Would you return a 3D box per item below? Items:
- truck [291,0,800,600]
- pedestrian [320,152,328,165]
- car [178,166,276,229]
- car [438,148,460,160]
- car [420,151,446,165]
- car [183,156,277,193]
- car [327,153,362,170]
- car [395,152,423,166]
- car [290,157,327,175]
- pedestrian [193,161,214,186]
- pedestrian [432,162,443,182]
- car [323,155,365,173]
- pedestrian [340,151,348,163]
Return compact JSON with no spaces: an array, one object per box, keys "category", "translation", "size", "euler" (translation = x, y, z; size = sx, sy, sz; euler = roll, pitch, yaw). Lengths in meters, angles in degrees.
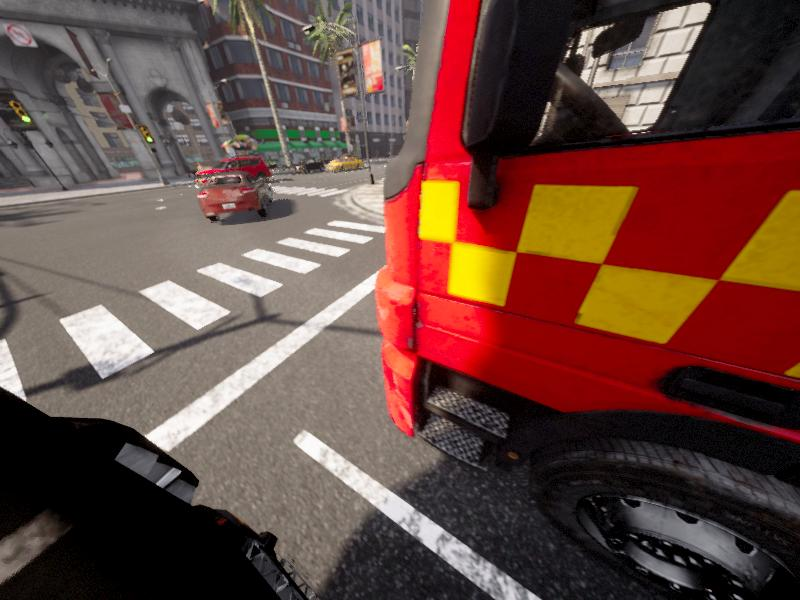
[{"category":"truck","translation":[4.101,-0.006,0.189],"size":[8.468,3.827,2.891],"euler":[16,38,26]},{"category":"pedestrian","translation":[-12.940,-24.079,39.370],"size":[0.751,1.860,0.751],"euler":[6,35,14]},{"category":"car","translation":[-7.214,-4.858,10.411],"size":[2.152,1.651,5.027],"euler":[-14,35,-16]},{"category":"car","translation":[8.991,-26.757,42.243],"size":[1.851,1.617,3.988],"euler":[26,43,36]},{"category":"car","translation":[4.775,-20.333,33.084],"size":[1.994,1.385,4.181],"euler":[17,38,28]},{"category":"car","translation":[-13.556,-10.485,19.018],"size":[2.150,2.045,5.566],"euler":[16,38,26]},{"category":"car","translation":[-7.823,-19.739,32.793],"size":[2.097,1.767,4.553],"euler":[16,38,26]},{"category":"car","translation":[1.397,-20.925,34.128],"size":[1.837,1.490,4.892],"euler":[17,38,27]},{"category":"car","translation":[-11.101,-16.478,28.337],"size":[1.789,1.549,3.705],"euler":[16,38,26]},{"category":"pedestrian","translation":[-17.562,-11.297,20.693],"size":[0.751,1.860,0.751],"euler":[-19,37,-22]},{"category":"pedestrian","translation":[2.454,-8.498,15.303],"size":[0.500,1.100,0.500],"euler":[17,38,28]},{"category":"car","translation":[-6.751,-16.885,28.591],"size":[1.801,1.575,5.366],"euler":[16,38,26]},{"category":"pedestrian","translation":[-10.502,-26.818,43.318],"size":[0.751,1.860,0.751],"euler":[12,36,21]}]
